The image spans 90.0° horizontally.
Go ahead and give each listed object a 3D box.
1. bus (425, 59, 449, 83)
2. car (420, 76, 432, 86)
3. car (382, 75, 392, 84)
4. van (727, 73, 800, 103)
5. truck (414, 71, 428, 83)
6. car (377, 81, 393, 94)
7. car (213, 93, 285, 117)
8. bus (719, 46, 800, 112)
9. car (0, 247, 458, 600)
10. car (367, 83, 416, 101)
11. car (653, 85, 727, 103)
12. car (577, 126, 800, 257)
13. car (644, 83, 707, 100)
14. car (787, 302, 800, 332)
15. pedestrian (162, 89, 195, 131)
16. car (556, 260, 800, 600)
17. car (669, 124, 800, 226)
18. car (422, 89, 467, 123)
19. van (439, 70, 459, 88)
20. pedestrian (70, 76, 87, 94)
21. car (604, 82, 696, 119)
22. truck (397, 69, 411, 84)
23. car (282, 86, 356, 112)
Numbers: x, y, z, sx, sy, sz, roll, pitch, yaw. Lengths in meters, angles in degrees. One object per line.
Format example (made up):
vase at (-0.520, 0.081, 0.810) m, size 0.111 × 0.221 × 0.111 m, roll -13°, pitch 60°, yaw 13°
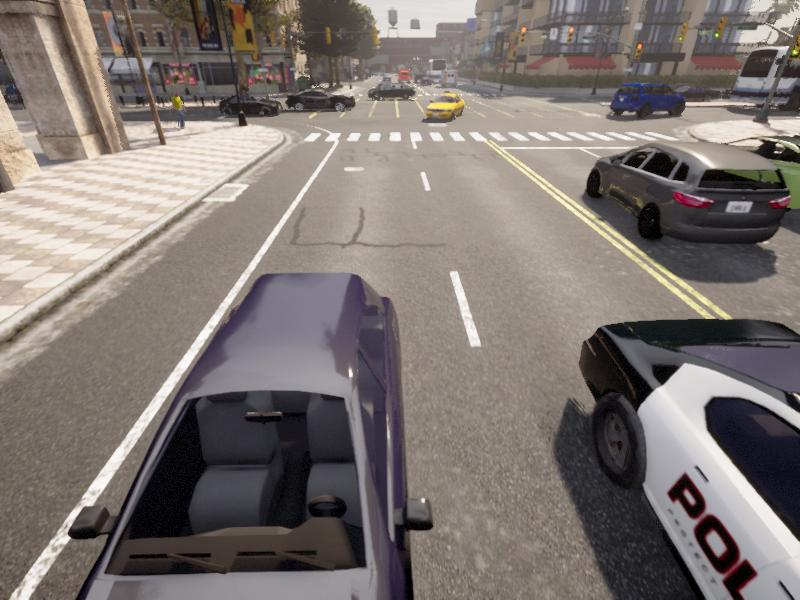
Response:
bus at (7.624, -48.574, 84.857) m, size 3.944 × 4.253 × 10.273 m, roll -1°, pitch 30°, yaw -1°
car at (4.579, -39.264, 71.724) m, size 1.812 × 1.442 × 4.674 m, roll -1°, pitch 30°, yaw -1°
car at (-2.687, -45.658, 82.668) m, size 2.128 × 1.511 × 4.902 m, roll -1°, pitch 30°, yaw -1°
van at (35.867, -20.319, 38.325) m, size 6.366 × 2.431 × 2.351 m, roll -1°, pitch 30°, yaw -1°
truck at (4.283, -46.700, 83.790) m, size 2.390 × 2.098 × 6.274 m, roll -1°, pitch 30°, yaw -1°
car at (-1.934, -27.388, 51.471) m, size 1.994 × 1.385 × 4.181 m, roll -1°, pitch 30°, yaw -1°
car at (-10.473, -13.687, 28.063) m, size 4.181 × 1.385 × 1.994 m, roll -1°, pitch 30°, yaw -1°
bus at (32.098, -17.097, 31.011) m, size 10.273 × 4.253 × 3.944 m, roll -1°, pitch 30°, yaw -1°
car at (-0.767, 1.054, 2.700) m, size 1.845 × 1.501 × 3.633 m, roll -1°, pitch 30°, yaw -2°
car at (-0.832, -21.396, 41.101) m, size 4.902 × 1.511 × 2.128 m, roll 0°, pitch 30°, yaw -1°
car at (27.803, -19.806, 38.477) m, size 5.357 × 1.411 × 2.033 m, roll -1°, pitch 30°, yaw -1°
car at (6.071, -2.691, 8.946) m, size 2.242 × 1.667 × 4.611 m, roll 1°, pitch 30°, yaw 2°
car at (28.484, -21.617, 41.488) m, size 4.792 × 1.488 × 2.163 m, roll 0°, pitch 30°, yaw -1°
car at (6.218, 0.737, 3.278) m, size 1.816 × 1.474 × 4.193 m, roll -1°, pitch 30°, yaw -1°
pedestrian at (-11.253, -9.679, 20.374) m, size 0.751 × 1.860 × 0.751 m, roll 11°, pitch 32°, yaw 18°
car at (2.732, 1.574, 1.791) m, size 2.038 × 1.542 × 4.974 m, roll 0°, pitch 30°, yaw -1°
car at (9.556, -3.427, 10.345) m, size 2.007 × 1.525 × 4.514 m, roll -1°, pitch 30°, yaw -1°
car at (3.045, -12.999, 26.668) m, size 1.801 × 1.575 × 5.366 m, roll 10°, pitch 32°, yaw 15°
van at (8.173, -37.466, 67.665) m, size 2.351 × 2.431 × 6.366 m, roll -1°, pitch 30°, yaw -1°
pedestrian at (-38.220, -25.559, 47.555) m, size 0.751 × 1.860 × 0.751 m, roll 1°, pitch 30°, yaw 2°
car at (17.242, -13.855, 27.663) m, size 5.566 × 2.045 × 2.150 m, roll -13°, pitch 33°, yaw -21°
truck at (0.828, -45.764, 81.827) m, size 2.627 × 2.467 × 5.204 m, roll -1°, pitch 30°, yaw -1°
car at (-6.164, -15.606, 31.074) m, size 5.238 × 1.638 × 1.930 m, roll -1°, pitch 30°, yaw -1°
